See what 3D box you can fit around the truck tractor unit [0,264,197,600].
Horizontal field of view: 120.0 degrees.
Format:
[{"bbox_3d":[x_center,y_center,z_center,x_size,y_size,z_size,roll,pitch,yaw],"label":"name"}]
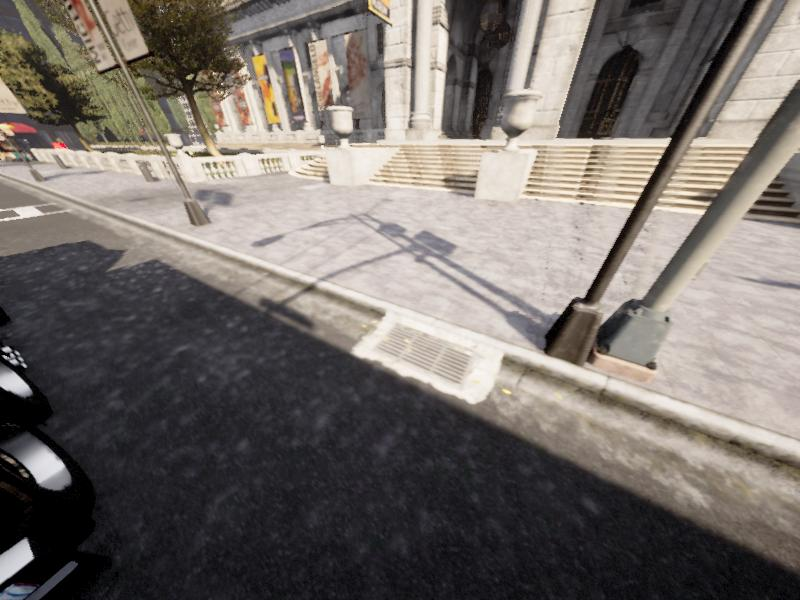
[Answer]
[{"bbox_3d":[-5.112,-0.298,0.786,6.516,4.208,3.053,18,39,24],"label":"truck tractor unit"}]
